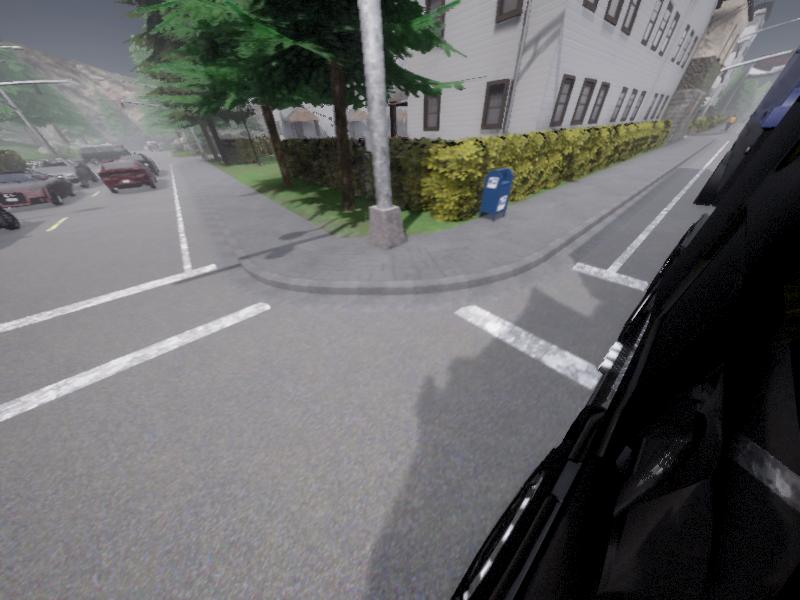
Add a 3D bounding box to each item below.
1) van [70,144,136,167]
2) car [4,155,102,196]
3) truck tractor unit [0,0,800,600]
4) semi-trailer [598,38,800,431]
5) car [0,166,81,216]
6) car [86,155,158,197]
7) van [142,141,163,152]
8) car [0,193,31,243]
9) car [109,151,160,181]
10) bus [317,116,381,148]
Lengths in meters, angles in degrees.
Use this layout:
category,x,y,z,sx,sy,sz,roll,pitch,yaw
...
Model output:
category,x,y,z,sx,sy,sz,roll,pitch,yaw
van,-36.719,-18.068,28.784,4.442,1.987,1.775,-28,43,-29
car,-21.871,-8.179,14.915,2.152,1.651,5.027,-28,44,-30
truck tractor unit,2.645,-0.295,0.351,6.516,4.208,3.053,-28,44,-30
semi-trailer,8.671,-3.611,4.273,14.254,4.402,2.717,-28,44,-30
car,-17.797,-5.306,11.022,1.994,1.385,4.181,-27,43,-29
car,-16.222,-7.548,13.799,1.882,1.535,5.008,-28,43,-30
van,-58.126,-36.042,54.208,4.480,2.038,2.069,25,44,32
car,-13.155,-2.145,6.404,1.816,1.474,4.193,-28,43,-30
car,-20.942,-10.799,18.454,1.882,1.535,5.008,-28,43,-30
bus,-9.027,-30.751,42.261,10.273,4.253,3.944,-27,43,-29
